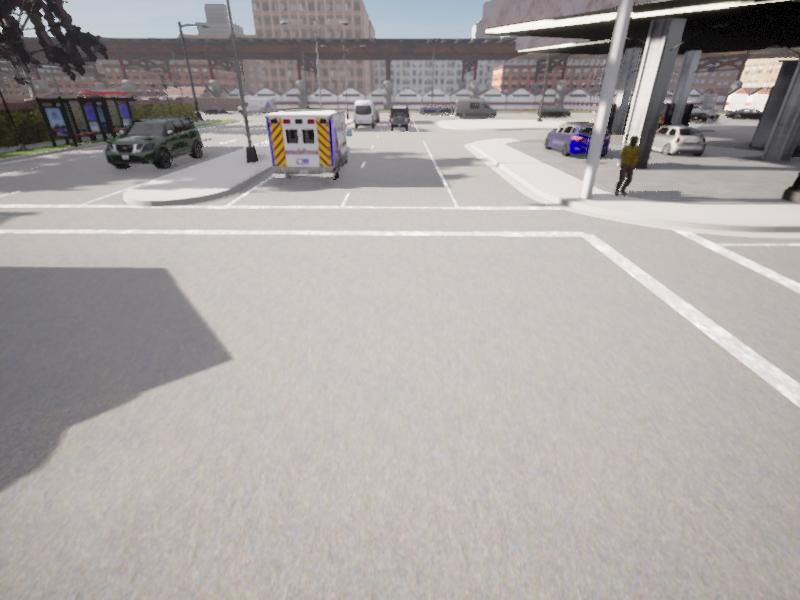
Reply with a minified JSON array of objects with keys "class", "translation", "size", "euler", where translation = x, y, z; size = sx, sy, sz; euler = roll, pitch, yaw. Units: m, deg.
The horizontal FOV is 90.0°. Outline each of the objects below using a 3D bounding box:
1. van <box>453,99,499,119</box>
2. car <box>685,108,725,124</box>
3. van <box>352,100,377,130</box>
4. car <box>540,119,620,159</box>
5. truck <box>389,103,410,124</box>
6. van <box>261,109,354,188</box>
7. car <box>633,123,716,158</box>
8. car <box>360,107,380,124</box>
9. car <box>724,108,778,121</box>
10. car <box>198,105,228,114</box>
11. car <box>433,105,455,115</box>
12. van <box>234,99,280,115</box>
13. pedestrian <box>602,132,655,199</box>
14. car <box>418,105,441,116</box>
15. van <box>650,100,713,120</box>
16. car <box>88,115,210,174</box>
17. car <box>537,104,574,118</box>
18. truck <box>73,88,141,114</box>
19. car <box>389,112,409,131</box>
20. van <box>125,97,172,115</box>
[{"class":"van","translation":[10.695,-26.988,56.519],"size":[5.915,2.561,1.988],"euler":[0,27,0]},{"class":"car","translation":[37.752,-22.844,49.519],"size":[5.238,1.638,1.930],"euler":[-18,32,-32]},{"class":"van","translation":[-3.551,-19.262,41.403],"size":[1.988,2.561,5.915],"euler":[0,27,0]},{"class":"car","translation":[9.681,-8.959,22.053],"size":[2.242,1.667,4.611],"euler":[0,27,0]},{"class":"truck","translation":[-0.026,-22.948,49.085],"size":[2.390,2.098,6.274],"euler":[0,27,0]},{"class":"van","translation":[-3.519,-6.627,16.888],"size":[2.351,2.431,6.366],"euler":[0,27,0]},{"class":"car","translation":[15.425,-9.159,22.816],"size":[1.970,1.475,3.806],"euler":[0,27,0]},{"class":"car","translation":[-3.568,-22.422,48.570],"size":[2.152,1.651,5.027],"euler":[0,27,0]},{"class":"car","translation":[48.993,-26.040,56.047],"size":[5.357,1.411,2.033],"euler":[16,31,28]},{"class":"car","translation":[-32.367,-32.980,69.307],"size":[4.181,1.385,1.994],"euler":[0,27,0]},{"class":"car","translation":[7.615,-32.954,69.206],"size":[3.633,1.501,1.845],"euler":[0,27,0]},{"class":"van","translation":[-23.504,-31.826,65.942],"size":[6.366,2.431,2.351],"euler":[0,27,0]},{"class":"pedestrian","translation":[6.954,-4.101,12.243],"size":[0.751,1.860,0.751],"euler":[0,27,0]},{"class":"car","translation":[4.834,-31.365,66.095],"size":[3.705,1.549,1.789],"euler":[0,27,0]},{"class":"van","translation":[39.174,-26.532,55.845],"size":[6.366,2.431,2.351],"euler":[6,28,12]},{"class":"car","translation":[-11.527,-7.560,19.094],"size":[2.150,2.045,5.566],"euler":[0,27,0]},{"class":"car","translation":[23.150,-28.219,59.788],"size":[4.553,1.767,2.097],"euler":[0,27,0]},{"class":"truck","translation":[-50.166,-34.187,68.746],"size":[8.468,3.827,2.891],"euler":[1,27,0]},{"class":"car","translation":[-0.052,-17.350,38.792],"size":[1.845,1.501,3.633],"euler":[0,27,0]},{"class":"van","translation":[-41.352,-31.950,65.933],"size":[5.915,2.561,1.988],"euler":[0,27,0]}]
